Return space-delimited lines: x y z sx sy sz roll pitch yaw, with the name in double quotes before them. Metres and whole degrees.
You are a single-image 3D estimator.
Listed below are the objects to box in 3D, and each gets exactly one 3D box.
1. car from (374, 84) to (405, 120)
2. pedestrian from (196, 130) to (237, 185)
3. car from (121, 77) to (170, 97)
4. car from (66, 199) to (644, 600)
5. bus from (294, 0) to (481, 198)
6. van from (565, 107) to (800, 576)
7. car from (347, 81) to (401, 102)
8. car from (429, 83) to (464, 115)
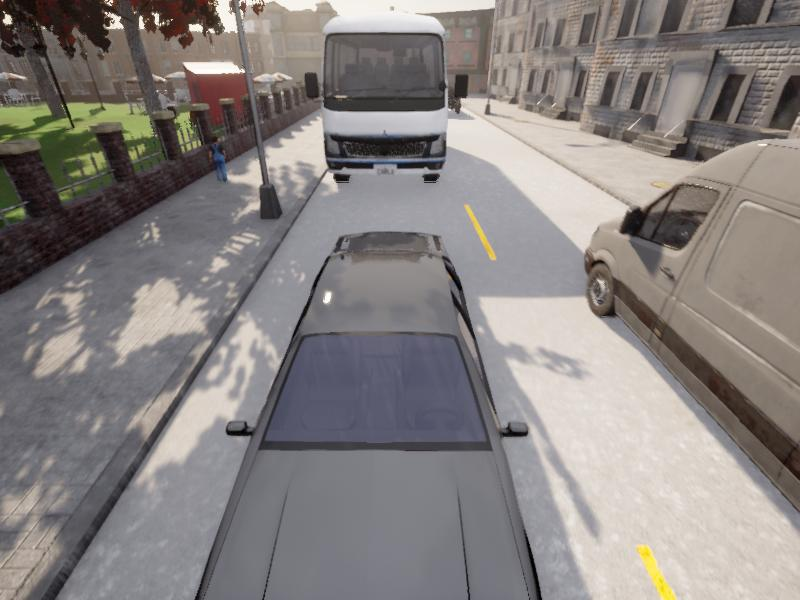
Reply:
"car" -0.666 -13.336 26.864 1.905 1.878 3.866 0 31 -1
"pedestrian" -5.170 -4.044 11.341 0.751 1.300 0.751 -11 32 -17
"car" -28.438 -23.863 44.819 3.866 1.878 1.905 0 30 0
"car" -0.148 0.548 3.669 2.033 1.411 5.357 0 30 0
"bus" -0.303 -7.147 13.972 3.944 4.253 10.273 0 30 0
"van" 3.733 0.059 3.373 1.988 2.561 5.915 0 30 -1
"car" -2.599 -20.581 39.478 5.238 1.638 1.930 19 35 29
"car" 3.314 -14.932 29.602 1.932 1.855 4.605 0 30 -1
